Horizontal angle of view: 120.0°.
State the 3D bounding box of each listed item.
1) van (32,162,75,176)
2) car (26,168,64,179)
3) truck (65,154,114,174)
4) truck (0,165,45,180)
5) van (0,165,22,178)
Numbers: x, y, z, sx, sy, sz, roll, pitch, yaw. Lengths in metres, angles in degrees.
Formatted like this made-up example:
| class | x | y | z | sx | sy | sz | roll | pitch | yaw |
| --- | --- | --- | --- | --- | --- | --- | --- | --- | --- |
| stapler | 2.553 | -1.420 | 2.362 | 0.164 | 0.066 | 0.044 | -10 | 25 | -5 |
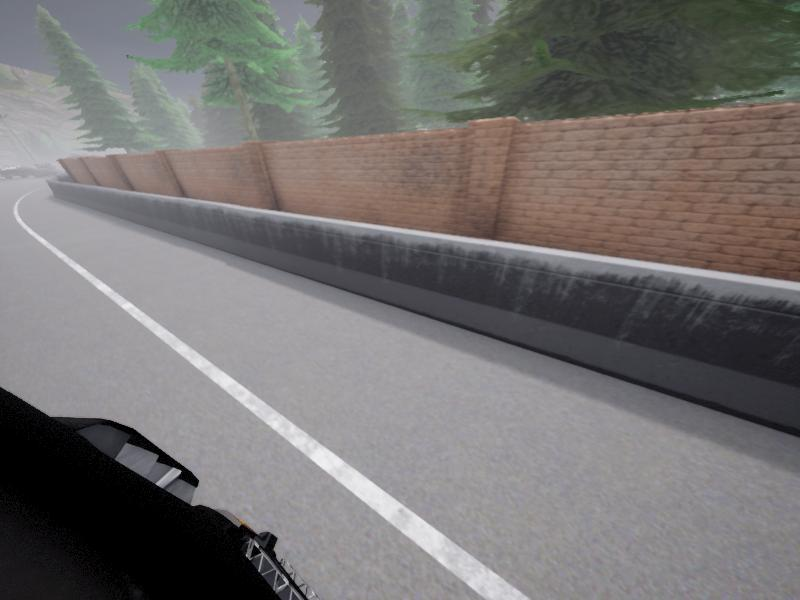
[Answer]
| class | x | y | z | sx | sy | sz | roll | pitch | yaw |
| --- | --- | --- | --- | --- | --- | --- | --- | --- | --- |
| van | -79.813 | -30.302 | 53.407 | 2.351 | 2.431 | 6.366 | -17 | 36 | -21 |
| car | -70.945 | -25.434 | 46.302 | 2.128 | 1.511 | 4.902 | -20 | 37 | -24 |
| truck | -73.094 | -32.333 | 54.712 | 2.891 | 3.827 | 8.468 | -17 | 36 | -21 |
| truck | -74.478 | -25.071 | 45.417 | 2.390 | 2.098 | 6.274 | -20 | 37 | -24 |
| van | -96.305 | -30.911 | 55.546 | 2.351 | 2.431 | 6.366 | -16 | 36 | -19 |
